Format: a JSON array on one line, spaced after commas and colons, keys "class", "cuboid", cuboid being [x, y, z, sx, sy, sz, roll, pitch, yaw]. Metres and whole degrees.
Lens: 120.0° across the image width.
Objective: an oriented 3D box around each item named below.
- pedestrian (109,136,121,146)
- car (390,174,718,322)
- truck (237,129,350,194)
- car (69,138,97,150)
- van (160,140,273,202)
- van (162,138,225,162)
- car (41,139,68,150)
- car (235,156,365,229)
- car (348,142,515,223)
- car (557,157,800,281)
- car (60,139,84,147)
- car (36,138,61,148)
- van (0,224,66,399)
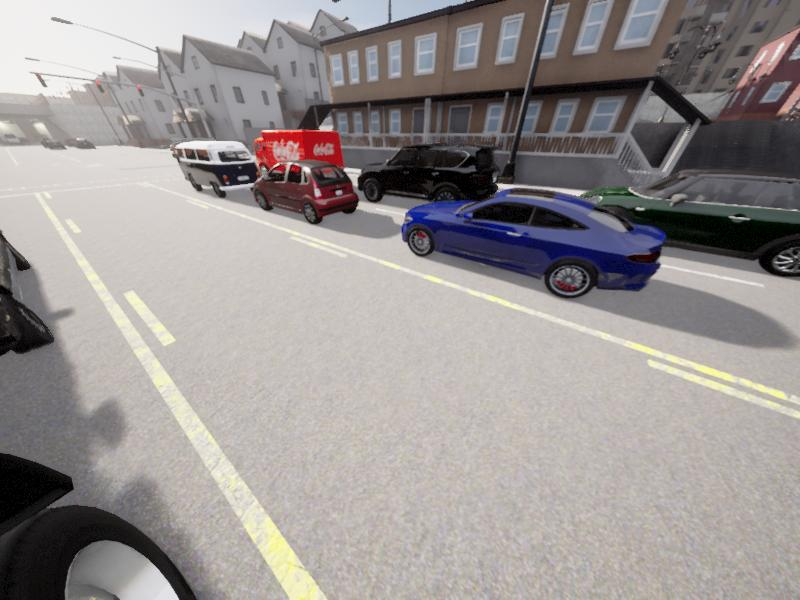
[{"class": "pedestrian", "cuboid": [-61.301, -34.240, 49.732, 0.751, 1.860, 0.751, 22, 41, 28]}, {"class": "car", "cuboid": [2.217, -1.476, 4.735, 4.674, 1.442, 1.812, 22, 41, 28]}, {"class": "truck", "cuboid": [-5.589, -7.510, 12.292, 5.204, 2.467, 2.627, 23, 41, 29]}, {"class": "car", "cuboid": [-60.623, -29.900, 44.194, 4.611, 1.667, 2.242, 22, 41, 28]}, {"class": "van", "cuboid": [-8.400, -6.103, 10.653, 4.480, 2.038, 2.069, 22, 41, 28]}, {"class": "van", "cuboid": [-21.987, -16.222, 24.882, 4.442, 1.987, 1.775, -16, 39, -21]}, {"class": "car", "cuboid": [-62.788, -28.279, 41.966, 4.514, 1.525, 2.007, 22, 41, 28]}, {"class": "car", "cuboid": [-3.383, -3.858, 7.905, 3.988, 1.617, 1.851, 22, 41, 28]}, {"class": "car", "cuboid": [0.894, -4.736, 8.801, 5.566, 2.045, 2.150, 23, 41, 28]}, {"class": "car", "cuboid": [6.815, -2.208, 5.504, 4.553, 1.767, 2.097, 22, 41, 28]}, {"class": "car", "cuboid": [-71.430, -34.227, 50.289, 4.674, 1.442, 1.812, 18, 39, 24]}, {"class": "car", "cuboid": [-71.106, -31.783, 46.676, 5.238, 1.638, 1.930, 22, 41, 28]}, {"class": "van", "cuboid": [-6.820, -0.733, 2.625, 5.915, 2.561, 1.988, 21, 40, 28]}]
